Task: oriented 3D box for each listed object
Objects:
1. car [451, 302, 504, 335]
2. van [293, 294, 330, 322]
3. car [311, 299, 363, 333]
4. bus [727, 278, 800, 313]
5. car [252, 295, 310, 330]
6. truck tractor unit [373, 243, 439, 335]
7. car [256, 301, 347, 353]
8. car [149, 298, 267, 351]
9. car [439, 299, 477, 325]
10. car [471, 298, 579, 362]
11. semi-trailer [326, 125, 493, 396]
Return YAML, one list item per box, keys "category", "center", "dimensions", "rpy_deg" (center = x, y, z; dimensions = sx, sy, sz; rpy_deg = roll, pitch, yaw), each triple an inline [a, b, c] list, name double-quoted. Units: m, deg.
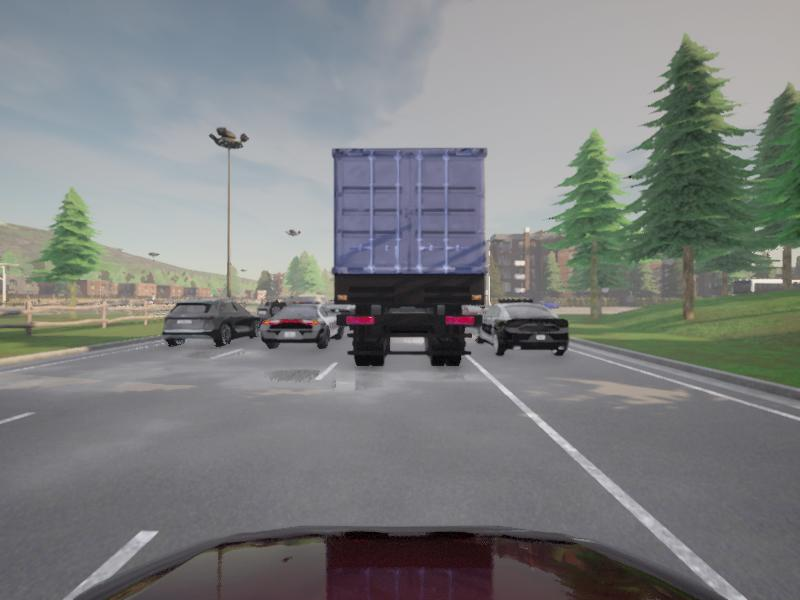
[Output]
- category: "car"
  center: [3.762, 0.860, 20.210]
  dimensions: [1.812, 1.442, 4.674]
  rpy_deg: [0, 0, 1]
- category: "van"
  center: [-6.595, 0.584, 30.390]
  dimensions: [1.775, 1.987, 4.442]
  rpy_deg: [0, 0, 1]
- category: "car"
  center: [-3.214, 0.761, 21.537]
  dimensions: [1.930, 1.638, 5.238]
  rpy_deg: [0, 0, 1]
- category: "bus"
  center: [49.261, -0.559, 52.017]
  dimensions: [10.273, 4.253, 3.944]
  rpy_deg: [0, 0, 0]
- category: "car"
  center: [-6.695, 0.642, 23.119]
  dimensions: [1.932, 1.855, 4.605]
  rpy_deg: [0, 0, 1]
- category: "truck tractor unit"
  center: [0.301, -0.508, 21.546]
  dimensions: [3.053, 4.208, 6.516]
  rpy_deg: [0, 0, 1]
- category: "car"
  center: [-3.309, 0.825, 14.596]
  dimensions: [2.038, 1.542, 4.974]
  rpy_deg: [0, 0, 1]
- category: "car"
  center: [-6.803, 0.770, 14.931]
  dimensions: [2.033, 1.649, 4.856]
  rpy_deg: [0, 0, 1]
- category: "car"
  center: [3.868, 0.758, 27.583]
  dimensions: [1.930, 1.638, 5.238]
  rpy_deg: [0, 0, 1]
- category: "car"
  center: [3.672, 0.765, 12.923]
  dimensions: [1.930, 1.638, 5.238]
  rpy_deg: [0, 0, 1]
- category: "semi-trailer"
  center: [0.225, -0.626, 13.626]
  dimensions: [2.717, 4.402, 14.254]
  rpy_deg: [0, 0, 1]
